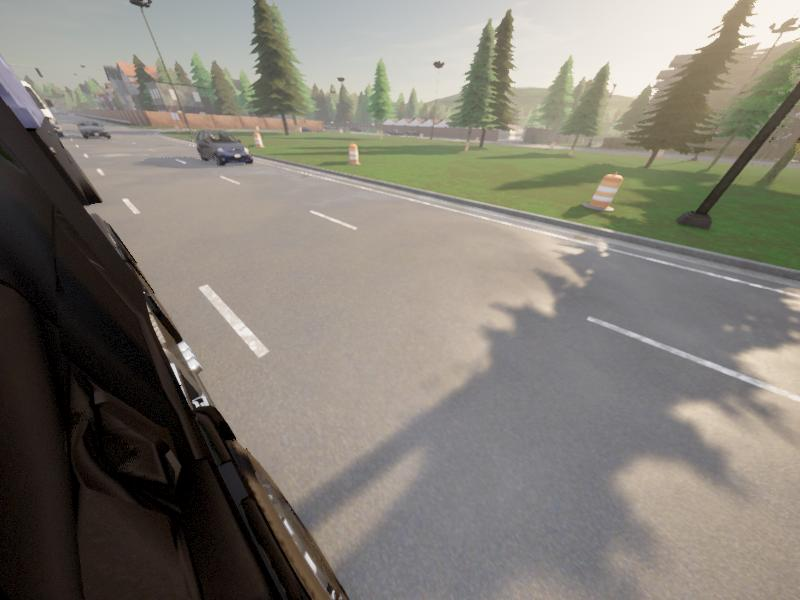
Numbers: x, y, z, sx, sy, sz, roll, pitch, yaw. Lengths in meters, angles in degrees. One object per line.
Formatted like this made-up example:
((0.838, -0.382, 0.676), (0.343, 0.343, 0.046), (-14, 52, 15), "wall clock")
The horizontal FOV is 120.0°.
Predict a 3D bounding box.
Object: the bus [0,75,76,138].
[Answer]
((-36.748, -18.717, 22.558), (10.273, 4.253, 3.944), (28, 44, 30), "bus")

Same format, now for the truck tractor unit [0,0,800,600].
((-2.645, -0.295, 0.351), (6.516, 4.208, 3.053), (28, 44, 30), "truck tractor unit")

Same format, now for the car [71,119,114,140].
((-29.916, -16.563, 22.459), (4.193, 1.474, 1.816), (28, 44, 30), "car")

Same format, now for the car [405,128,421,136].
((3.922, -52.465, 72.122), (4.605, 1.855, 1.932), (28, 44, 30), "car")

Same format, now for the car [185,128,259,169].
((-10.311, -8.826, 13.369), (3.988, 1.617, 1.851), (28, 44, 30), "car")

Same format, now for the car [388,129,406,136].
((-0.959, -49.423, 68.096), (4.902, 1.511, 2.128), (28, 44, 30), "car")

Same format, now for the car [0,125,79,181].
((-16.061, -6.383, 9.818), (4.902, 1.511, 2.128), (28, 44, 30), "car")

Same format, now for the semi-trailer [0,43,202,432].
((-8.696, -3.618, 4.213), (14.254, 4.402, 2.717), (28, 44, 30), "semi-trailer")

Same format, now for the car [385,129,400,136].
((-2.170, -47.329, 65.218), (3.806, 1.475, 1.970), (28, 44, 30), "car")
